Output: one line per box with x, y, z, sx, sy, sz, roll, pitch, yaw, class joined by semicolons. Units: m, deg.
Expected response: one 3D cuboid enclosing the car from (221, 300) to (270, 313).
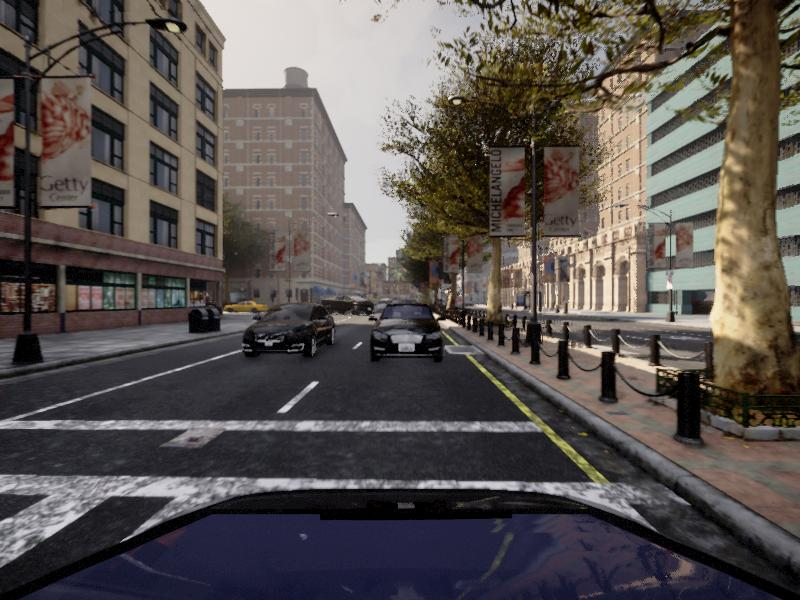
-19.118;0.827;49.612;5.366;1.575;1.801;0;0;-1;car

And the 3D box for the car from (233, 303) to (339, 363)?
-3.269;0.851;12.579;1.837;1.490;4.892;0;0;1;car

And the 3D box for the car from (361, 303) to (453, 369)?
0.213;0.844;11.717;2.128;1.511;4.902;0;0;1;car

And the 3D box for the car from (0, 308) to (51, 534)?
-3.909;0.829;0.930;2.007;1.525;4.514;0;0;6;car

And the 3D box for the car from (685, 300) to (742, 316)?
31.730;0.788;40.739;2.161;1.482;4.786;0;0;1;car

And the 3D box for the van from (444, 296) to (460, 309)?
9.748;0.423;76.119;2.351;2.431;6.366;0;0;1;van

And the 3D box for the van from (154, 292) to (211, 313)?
-26.929;0.347;49.652;5.915;2.561;1.988;0;0;0;van

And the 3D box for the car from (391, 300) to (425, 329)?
0.502;0.803;23.933;1.851;1.617;3.988;0;0;1;car

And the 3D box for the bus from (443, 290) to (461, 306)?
13.887;-0.471;108.105;3.944;4.253;10.273;0;0;1;bus

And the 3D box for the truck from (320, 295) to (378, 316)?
-5.427;0.567;42.226;6.274;2.098;2.390;0;-1;40;truck
